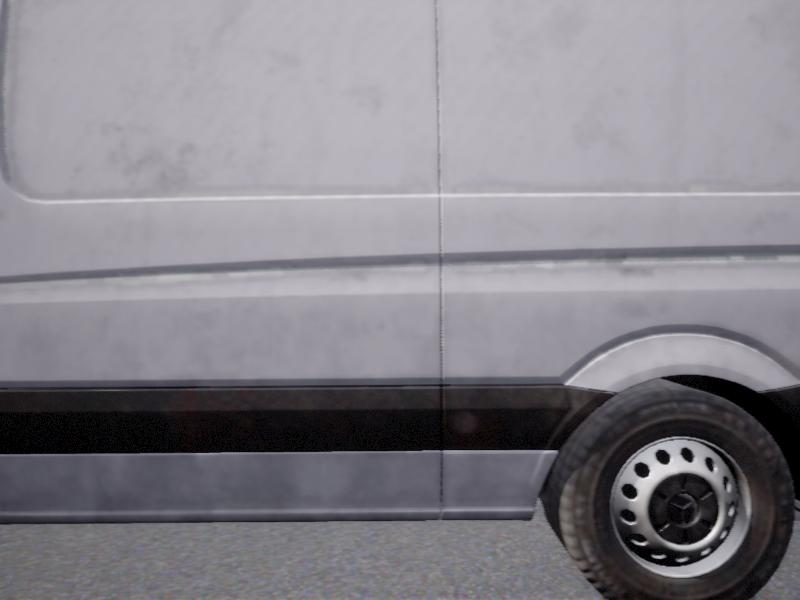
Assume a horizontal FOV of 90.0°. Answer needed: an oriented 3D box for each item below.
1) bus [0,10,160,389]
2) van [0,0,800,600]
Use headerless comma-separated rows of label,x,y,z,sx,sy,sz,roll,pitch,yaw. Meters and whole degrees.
bus,-9.639,-1.128,5.538,10.273,4.253,3.944,0,0,0
van,-0.855,-0.276,2.192,5.915,2.561,1.988,0,0,0
